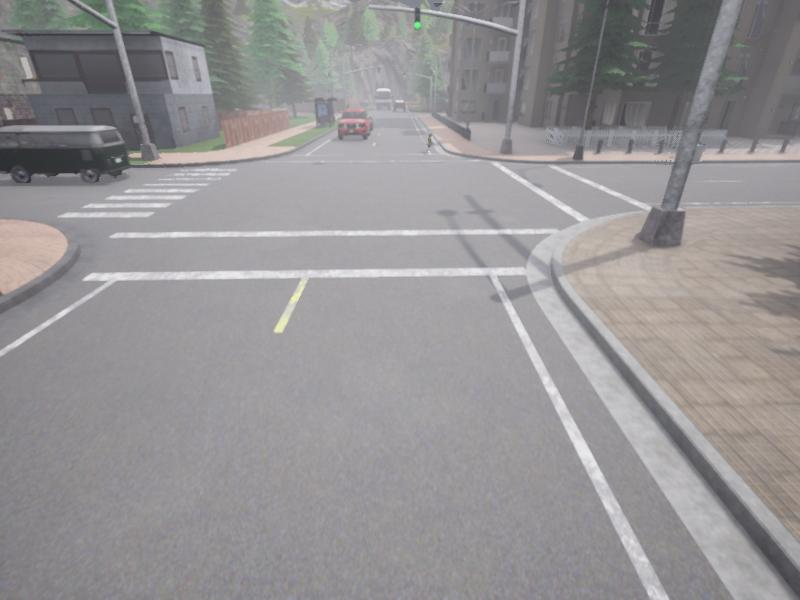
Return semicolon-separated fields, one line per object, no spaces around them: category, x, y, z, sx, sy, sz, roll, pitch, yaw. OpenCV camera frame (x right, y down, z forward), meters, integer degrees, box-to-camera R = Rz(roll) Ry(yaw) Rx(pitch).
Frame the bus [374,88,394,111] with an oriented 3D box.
bus;-3.460;-45.053;89.795;3.944;4.253;10.273;0;27;0

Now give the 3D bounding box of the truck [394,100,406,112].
truck;-0.073;-40.150;82.592;2.390;2.098;6.274;0;27;0

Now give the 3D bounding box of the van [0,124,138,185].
van;-13.157;-5.656;15.459;4.442;1.987;1.775;-1;27;-1

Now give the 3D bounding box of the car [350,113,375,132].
car;-3.532;-17.137;38.542;1.994;1.385;4.181;0;27;0

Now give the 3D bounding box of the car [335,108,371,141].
car;-3.524;-13.789;31.273;2.150;2.045;5.566;0;27;0

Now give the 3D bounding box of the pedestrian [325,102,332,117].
pedestrian;-10.584;-28.051;58.898;0.751;1.860;0.751;0;27;0

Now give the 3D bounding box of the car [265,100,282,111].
car;-25.090;-38.499;79.325;1.932;1.855;4.605;-1;27;-1

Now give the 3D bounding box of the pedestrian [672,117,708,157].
pedestrian;14.840;-8.352;20.499;0.751;1.860;0.751;-1;27;-1

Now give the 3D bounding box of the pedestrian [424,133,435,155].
pedestrian;1.628;-8.782;22.489;0.500;1.100;0.500;-3;27;-6
